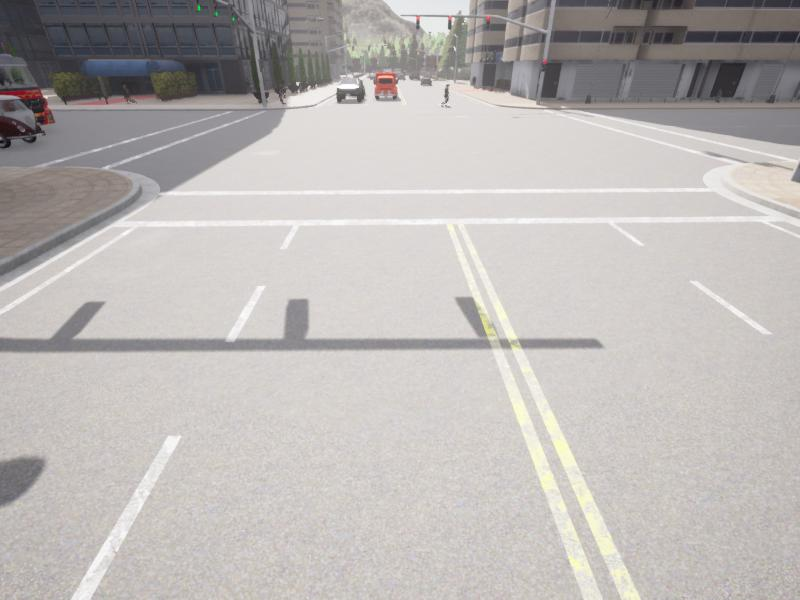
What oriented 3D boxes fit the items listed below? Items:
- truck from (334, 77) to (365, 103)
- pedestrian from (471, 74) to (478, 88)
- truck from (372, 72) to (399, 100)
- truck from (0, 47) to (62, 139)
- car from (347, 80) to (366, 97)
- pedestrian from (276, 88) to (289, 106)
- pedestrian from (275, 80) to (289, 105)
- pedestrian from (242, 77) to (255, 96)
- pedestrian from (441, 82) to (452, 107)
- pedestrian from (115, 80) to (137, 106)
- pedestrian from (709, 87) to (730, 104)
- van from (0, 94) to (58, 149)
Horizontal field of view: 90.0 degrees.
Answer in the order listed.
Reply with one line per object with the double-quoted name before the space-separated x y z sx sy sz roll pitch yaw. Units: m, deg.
"truck" -4.963 -21.264 40.341 2.390 2.098 6.274 -1 30 -1
"pedestrian" 11.105 -32.802 59.985 0.751 1.860 0.751 1 30 1
"truck" -1.523 -22.950 42.861 2.627 2.467 5.204 -1 30 -1
"truck" -22.769 -10.174 19.639 8.468 3.827 2.891 -1 30 -2
"car" -5.101 -24.991 47.235 1.801 1.575 5.366 -1 30 -1
"pedestrian" -9.715 -16.765 33.078 0.751 1.300 0.751 -11 32 -18
"pedestrian" -10.054 -17.698 34.120 0.751 1.860 0.751 -3 30 -6
"pedestrian" -17.022 -23.998 44.880 0.751 1.860 0.751 17 34 26
"pedestrian" 3.955 -17.497 34.081 0.751 1.860 0.751 -2 30 -3
"pedestrian" -23.002 -17.398 33.604 0.751 1.860 0.751 -2 30 -4
"pedestrian" 27.965 -17.910 35.048 0.751 1.300 0.751 -1 30 -2
"van" -18.069 -7.700 17.226 4.442 1.987 1.775 -1 30 -2
